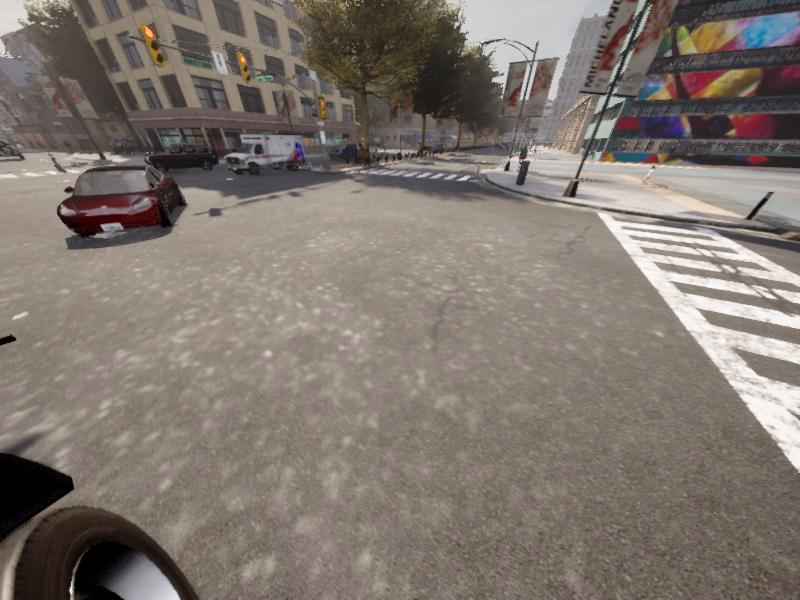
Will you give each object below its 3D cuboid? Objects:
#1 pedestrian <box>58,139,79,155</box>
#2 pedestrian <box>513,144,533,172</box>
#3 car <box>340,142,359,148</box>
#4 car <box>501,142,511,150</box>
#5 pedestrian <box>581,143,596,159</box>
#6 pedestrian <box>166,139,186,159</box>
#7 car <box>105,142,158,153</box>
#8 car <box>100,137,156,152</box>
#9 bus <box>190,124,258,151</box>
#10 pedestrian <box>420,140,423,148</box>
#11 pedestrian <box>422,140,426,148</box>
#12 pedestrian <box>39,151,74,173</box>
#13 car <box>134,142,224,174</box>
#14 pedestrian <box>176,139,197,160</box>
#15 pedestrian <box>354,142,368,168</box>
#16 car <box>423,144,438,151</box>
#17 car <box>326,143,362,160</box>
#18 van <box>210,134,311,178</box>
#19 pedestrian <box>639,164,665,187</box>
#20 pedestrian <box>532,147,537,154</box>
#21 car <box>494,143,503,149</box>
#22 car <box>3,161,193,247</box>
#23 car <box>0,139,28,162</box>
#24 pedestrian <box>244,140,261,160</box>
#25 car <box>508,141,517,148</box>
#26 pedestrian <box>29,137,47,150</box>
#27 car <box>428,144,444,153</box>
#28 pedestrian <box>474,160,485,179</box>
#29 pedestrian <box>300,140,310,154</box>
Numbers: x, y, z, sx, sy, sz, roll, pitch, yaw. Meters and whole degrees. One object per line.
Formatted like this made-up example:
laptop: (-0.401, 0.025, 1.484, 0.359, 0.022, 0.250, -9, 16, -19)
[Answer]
pedestrian: (-47.294, -21.900, 32.990, 0.751, 1.860, 0.751, 15, 37, 19)
pedestrian: (9.708, -11.232, 18.305, 0.751, 1.860, 0.751, 24, 41, 29)
car: (-14.510, -44.865, 66.781, 5.008, 1.535, 1.882, 15, 37, 20)
car: (29.462, -42.747, 64.133, 1.932, 1.855, 4.605, 16, 38, 21)
pedestrian: (27.216, -21.553, 33.389, 0.751, 1.860, 0.751, 5, 35, 6)
pedestrian: (-25.494, -17.181, 26.292, 0.751, 1.860, 0.751, 17, 38, 21)
car: (-44.616, -25.455, 38.583, 2.033, 1.411, 5.357, 16, 38, 21)
car: (-47.253, -27.110, 40.349, 2.150, 2.045, 5.566, 16, 37, 21)
bus: (-37.437, -35.044, 49.957, 3.944, 4.253, 10.273, 16, 38, 21)
pedestrian: (6.318, -46.107, 68.298, 0.751, 1.860, 0.751, 9, 36, 12)
pedestrian: (7.172, -45.922, 68.046, 0.751, 1.860, 0.751, 15, 37, 20)
pedestrian: (-24.875, -9.995, 16.747, 0.751, 1.300, 0.751, 17, 38, 23)
car: (-17.116, -11.290, 18.256, 4.605, 1.855, 1.932, -22, 41, -28)
pedestrian: (-23.497, -16.594, 25.481, 0.751, 1.860, 0.751, 2, 35, 2)
pedestrian: (-3.396, -12.704, 20.226, 0.751, 1.860, 0.751, 24, 41, 30)
car: (7.201, -36.155, 54.834, 1.895, 1.301, 4.718, 16, 38, 21)
car: (-7.250, -19.554, 30.349, 2.097, 1.767, 4.553, 16, 38, 21)
van: (-10.246, -11.347, 17.972, 2.351, 2.431, 6.366, 13, 37, 17)
pedestrian: (14.007, -6.940, 12.878, 0.500, 1.100, 0.500, 21, 40, 26)
pedestrian: (25.614, -28.441, 43.913, 0.500, 1.100, 0.500, 20, 39, 26)
car: (31.816, -49.895, 74.752, 1.837, 1.490, 4.892, 16, 38, 21)
car: (-8.677, -3.414, 7.439, 2.163, 1.488, 4.792, -18, 39, -25)
car: (-42.509, -16.082, 24.742, 4.605, 1.855, 1.932, 22, 40, 28)
pedestrian: (-16.280, -16.525, 25.495, 0.751, 1.860, 0.751, 4, 35, 5)
car: (39.881, -54.934, 81.641, 2.150, 2.045, 5.566, 16, 38, 21)
pedestrian: (-62.283, -26.988, 39.792, 0.751, 1.860, 0.751, 14, 37, 19)
car: (7.729, -32.275, 49.143, 1.812, 1.442, 4.674, 16, 38, 21)
pedestrian: (5.590, -9.239, 16.312, 0.500, 1.100, 0.500, 12, 36, 16)
pedestrian: (-14.833, -23.789, 35.942, 0.751, 1.860, 0.751, 17, 38, 22)
